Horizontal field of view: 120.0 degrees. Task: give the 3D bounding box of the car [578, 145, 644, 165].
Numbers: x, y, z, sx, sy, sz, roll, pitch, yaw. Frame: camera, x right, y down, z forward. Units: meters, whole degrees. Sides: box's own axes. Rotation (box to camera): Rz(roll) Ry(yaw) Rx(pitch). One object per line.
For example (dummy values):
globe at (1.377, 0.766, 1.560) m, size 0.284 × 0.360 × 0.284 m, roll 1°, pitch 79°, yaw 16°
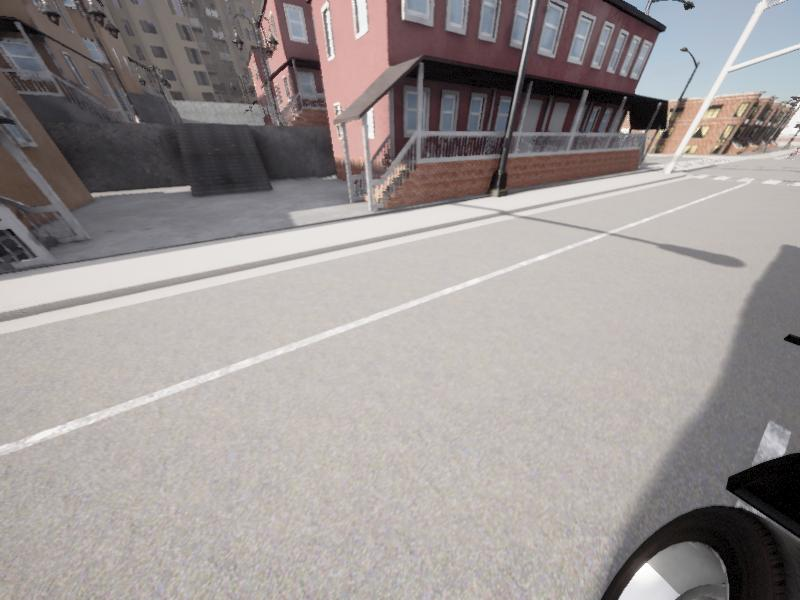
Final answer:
car at (23.197, -16.207, 25.663) m, size 2.242 × 1.667 × 4.611 m, roll -17°, pitch 38°, yaw -22°
